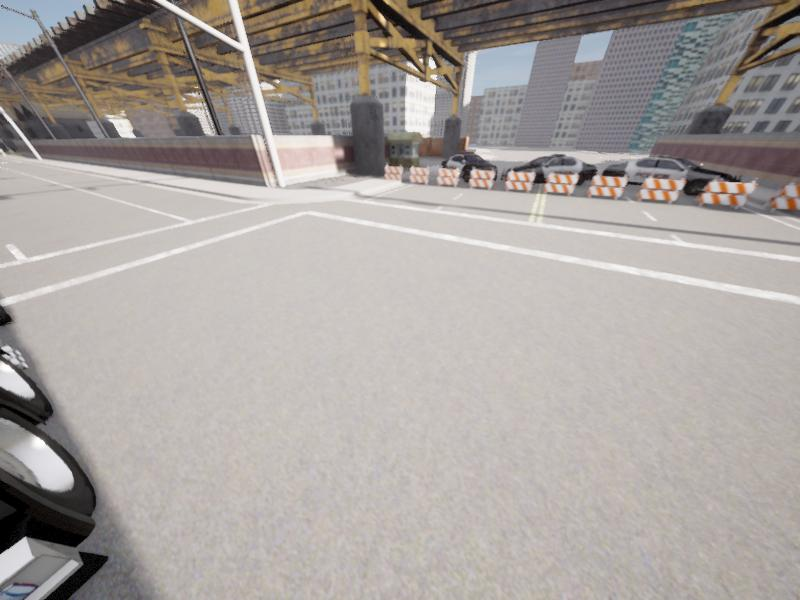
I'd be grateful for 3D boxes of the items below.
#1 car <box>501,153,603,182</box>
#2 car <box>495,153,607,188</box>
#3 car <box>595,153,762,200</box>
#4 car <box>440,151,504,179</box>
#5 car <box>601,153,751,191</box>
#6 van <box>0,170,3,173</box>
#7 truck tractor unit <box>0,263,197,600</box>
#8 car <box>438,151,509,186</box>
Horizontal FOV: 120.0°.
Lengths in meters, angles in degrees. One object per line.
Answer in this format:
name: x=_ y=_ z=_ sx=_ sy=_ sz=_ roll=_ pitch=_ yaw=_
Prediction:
car: x=8.588 y=-7.732 z=13.377 sx=4.536 sy=1.218 sz=1.853 roll=-4 pitch=35 yaw=-5
car: x=8.538 y=-7.599 z=13.462 sx=4.974 sy=1.542 sz=2.038 roll=-4 pitch=35 yaw=-5
car: x=13.581 y=-6.484 z=11.803 sx=2.038 sy=1.542 sz=4.974 roll=-20 pitch=39 yaw=-25
car: x=4.525 y=-9.045 z=15.310 sx=1.853 sy=1.218 sz=4.536 roll=-10 pitch=36 yaw=-13
car: x=13.553 y=-6.638 z=11.749 sx=1.853 sy=1.218 sz=4.536 roll=-20 pitch=39 yaw=-25
van: x=-40.022 y=-13.229 z=21.259 sx=5.915 sy=2.561 sz=1.988 roll=18 pitch=39 yaw=24
truck tractor unit: x=-5.114 y=-0.295 z=0.787 sx=6.516 sy=4.208 sz=3.053 roll=18 pitch=39 yaw=24
car: x=4.541 y=-8.887 z=15.359 sx=2.038 sy=1.542 sz=4.974 roll=-10 pitch=36 yaw=-13
